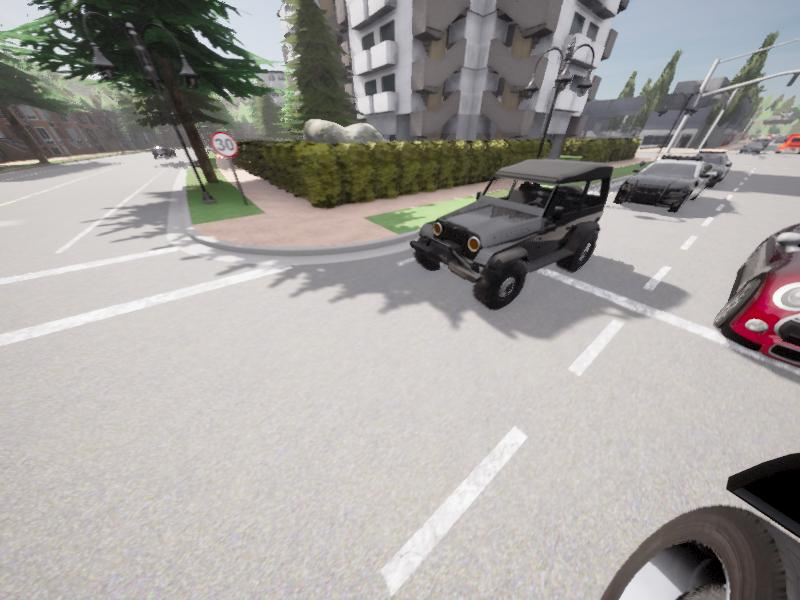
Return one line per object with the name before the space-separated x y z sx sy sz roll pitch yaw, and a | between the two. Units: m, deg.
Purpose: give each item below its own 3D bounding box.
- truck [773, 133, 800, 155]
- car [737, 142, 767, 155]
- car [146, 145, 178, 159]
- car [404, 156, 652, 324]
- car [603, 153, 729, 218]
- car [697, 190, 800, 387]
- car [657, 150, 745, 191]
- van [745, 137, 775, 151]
truck | 57.290 -22.576 33.405 5.204 2.467 2.627 -23 41 -29
car | 51.910 -22.358 34.023 4.674 1.442 1.812 -23 41 -29
car | -33.703 -21.156 32.868 2.033 1.411 5.357 -19 39 -24
car | 2.220 -1.479 4.351 3.866 1.878 1.905 -20 40 -26
car | 10.580 -4.741 9.140 5.238 1.638 1.930 -23 41 -29
car | 6.034 -0.211 2.888 3.806 1.475 1.970 -23 41 -29
car | 16.975 -7.434 13.014 4.974 1.542 2.038 -23 41 -29
van | 65.236 -28.305 41.858 4.480 2.038 2.069 -23 41 -29
